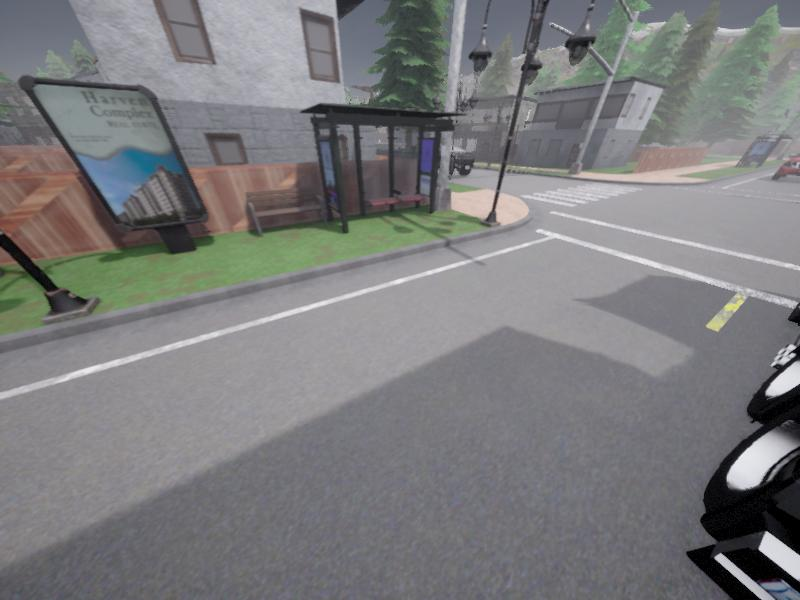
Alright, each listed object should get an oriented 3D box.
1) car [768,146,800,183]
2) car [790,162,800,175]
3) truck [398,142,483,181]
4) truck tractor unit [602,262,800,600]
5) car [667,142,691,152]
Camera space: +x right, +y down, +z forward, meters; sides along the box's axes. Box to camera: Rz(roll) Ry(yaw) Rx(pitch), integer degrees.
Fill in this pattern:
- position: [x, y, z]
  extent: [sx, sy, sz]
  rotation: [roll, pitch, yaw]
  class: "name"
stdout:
- position: [29.031, -9.549, 16.188]
  extent: [5.566, 2.045, 2.150]
  rotation: [-18, 39, -24]
  class: "car"
- position: [35.946, -11.534, 19.695]
  extent: [4.181, 1.385, 1.994]
  rotation: [-18, 39, -24]
  class: "car"
- position: [2.697, -10.763, 17.627]
  extent: [2.390, 2.098, 6.274]
  rotation: [-24, 42, -31]
  class: "truck"
- position: [5.107, -0.304, 0.786]
  extent: [6.516, 4.208, 3.053]
  rotation: [-18, 39, -24]
  class: "truck tractor unit"
- position: [64.990, -35.576, 53.794]
  extent: [4.605, 1.855, 1.932]
  rotation: [-19, 39, -25]
  class: "car"
